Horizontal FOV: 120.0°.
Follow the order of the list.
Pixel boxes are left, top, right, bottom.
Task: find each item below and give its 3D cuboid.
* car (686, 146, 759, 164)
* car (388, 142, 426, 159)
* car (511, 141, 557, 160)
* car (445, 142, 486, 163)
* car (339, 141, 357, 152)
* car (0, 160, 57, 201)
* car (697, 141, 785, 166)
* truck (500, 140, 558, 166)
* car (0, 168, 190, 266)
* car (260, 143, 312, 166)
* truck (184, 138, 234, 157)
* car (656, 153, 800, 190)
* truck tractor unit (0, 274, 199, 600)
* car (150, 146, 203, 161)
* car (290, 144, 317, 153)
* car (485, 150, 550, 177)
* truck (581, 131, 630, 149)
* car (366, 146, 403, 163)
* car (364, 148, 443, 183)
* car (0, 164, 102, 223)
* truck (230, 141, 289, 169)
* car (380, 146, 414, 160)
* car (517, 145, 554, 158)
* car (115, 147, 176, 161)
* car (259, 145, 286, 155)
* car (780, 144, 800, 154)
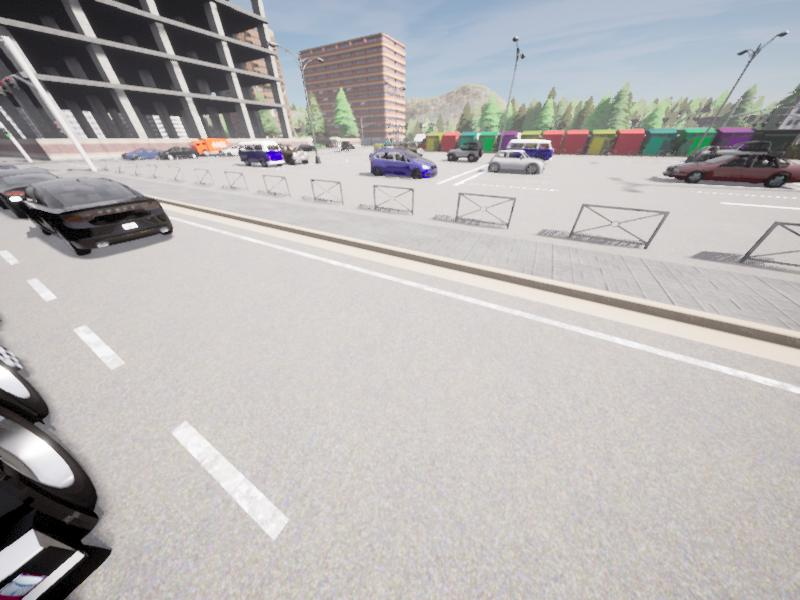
[{"bbox_3d":[33.471,-15.219,24.167,3.806,1.475,1.970,17,39,24],"label":"car"},{"bbox_3d":[0.882,-20.164,31.059,4.605,1.855,1.932,17,39,24],"label":"car"},{"bbox_3d":[16.739,-18.790,28.983,4.605,1.855,1.932,17,39,24],"label":"car"},{"bbox_3d":[7.211,-16.415,25.636,3.866,1.878,1.905,17,39,24],"label":"car"},{"bbox_3d":[-11.338,-33.647,50.680,1.905,1.878,3.866,11,36,15],"label":"car"},{"bbox_3d":[-20.591,-6.253,11.900,5.357,1.411,2.033,17,39,24],"label":"car"},{"bbox_3d":[32.051,-13.970,21.963,3.866,1.878,1.905,17,39,24],"label":"car"},{"bbox_3d":[12.786,-14.741,23.024,4.478,2.038,2.069,17,39,24],"label":"truck"},{"bbox_3d":[-8.570,-2.549,6.375,5.008,1.535,1.882,17,38,23],"label":"car"},{"bbox_3d":[-11.573,-14.877,23.540,4.605,1.855,1.932,17,39,24],"label":"car"},{"bbox_3d":[-31.254,-25.105,38.025,2.627,2.467,5.204,17,38,23],"label":"truck"},{"bbox_3d":[18.223,-7.085,12.564,5.357,1.415,2.033,17,39,24],"label":"car"},{"bbox_3d":[-5.128,-0.284,0.756,6.516,4.208,3.053,18,39,23],"label":"truck tractor unit"},{"bbox_3d":[-31.165,-20.641,32.462,1.837,1.490,4.892,17,38,23],"label":"car"},{"bbox_3d":[-20.249,-32.055,48.760,1.882,1.535,5.008,17,39,23],"label":"car"},{"bbox_3d":[8.588,-10.113,16.989,3.806,1.475,1.970,17,39,24],"label":"car"},{"bbox_3d":[54.281,-42.540,61.440,8.468,3.827,2.891,18,39,24],"label":"truck"},{"bbox_3d":[-1.791,-17.161,27.184,3.806,1.475,1.970,17,39,24],"label":"car"},{"bbox_3d":[0.227,-9.132,15.506,4.611,1.667,2.242,17,39,24],"label":"car"},{"bbox_3d":[-14.239,-4.282,8.983,4.674,1.442,1.812,17,39,23],"label":"car"},{"bbox_3d":[-12.922,-13.487,21.386,4.478,2.038,2.069,17,39,24],"label":"truck"},{"bbox_3d":[-0.380,-18.635,29.238,3.905,1.438,1.784,17,39,24],"label":"car"},{"bbox_3d":[18.207,-20.048,31.151,3.905,1.438,1.784,17,39,24],"label":"car"},{"bbox_3d":[-35.316,-20.423,32.265,2.033,1.411,5.357,17,38,23],"label":"car"},{"bbox_3d":[-23.893,-28.226,43.332,1.970,1.475,3.806,17,38,23],"label":"car"},{"bbox_3d":[71.046,-26.879,41.035,1.895,1.301,4.718,19,39,25],"label":"car"}]
